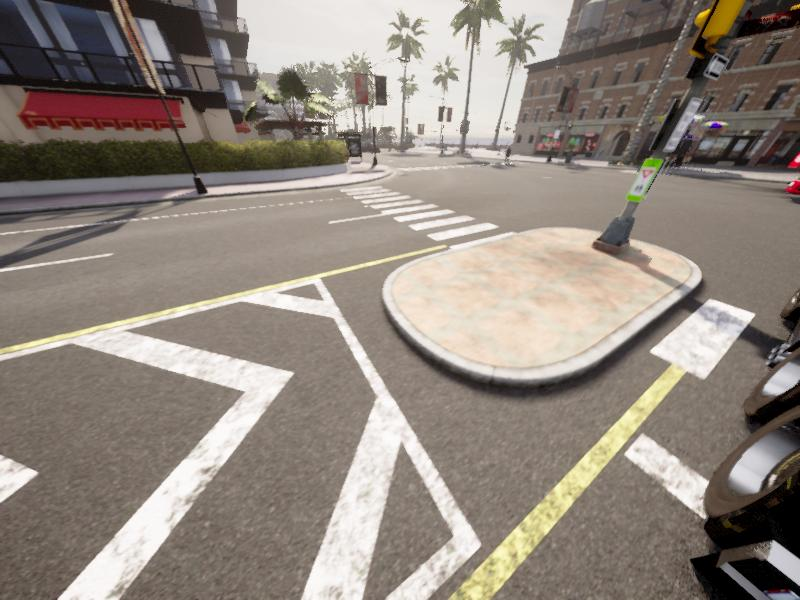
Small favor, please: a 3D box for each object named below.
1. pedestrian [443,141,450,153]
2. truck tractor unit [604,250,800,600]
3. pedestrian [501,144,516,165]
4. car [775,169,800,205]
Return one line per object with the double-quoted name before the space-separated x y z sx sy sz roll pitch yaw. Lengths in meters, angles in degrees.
"pedestrian" 8.754 -28.831 43.565 0.751 1.860 0.751 -24 41 -30
"truck tractor unit" 5.086 -0.325 0.815 6.516 4.208 3.053 -19 40 -25
"pedestrian" 11.793 -15.870 25.230 0.751 1.860 0.751 -17 38 -23
"car" 19.705 -4.366 8.642 2.150 2.045 5.566 -24 42 -31
